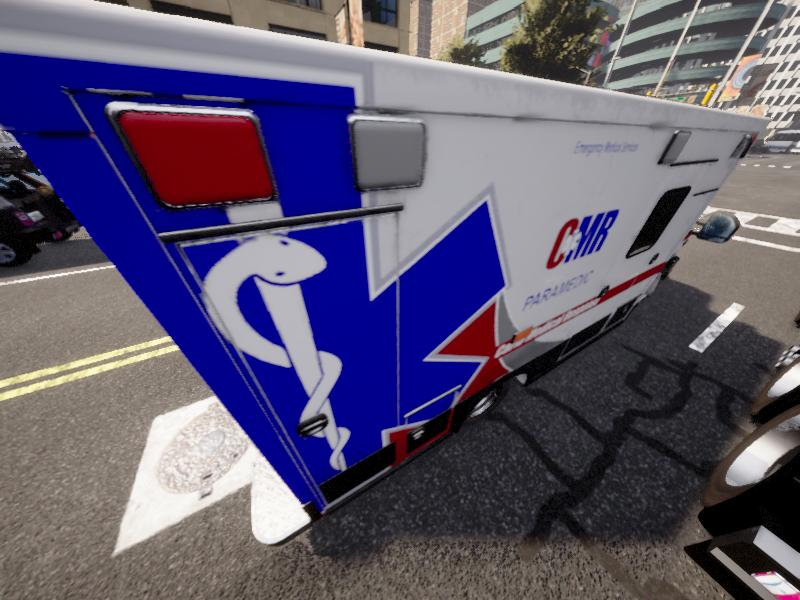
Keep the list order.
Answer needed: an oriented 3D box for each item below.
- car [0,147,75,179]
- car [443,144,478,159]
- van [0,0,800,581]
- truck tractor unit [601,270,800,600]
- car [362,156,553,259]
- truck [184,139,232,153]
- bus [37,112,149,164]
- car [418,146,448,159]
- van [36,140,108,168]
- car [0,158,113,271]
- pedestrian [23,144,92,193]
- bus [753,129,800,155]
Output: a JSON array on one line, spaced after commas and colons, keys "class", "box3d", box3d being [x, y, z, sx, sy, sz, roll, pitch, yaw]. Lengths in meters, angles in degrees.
[{"class": "car", "box3d": [-27.495, -10.275, 17.108, 1.930, 1.638, 5.238, -18, 39, -24]}, {"class": "car", "box3d": [8.707, -21.691, 33.748, 2.242, 1.667, 4.611, -17, 39, -24]}, {"class": "van", "box3d": [1.450, -0.693, 2.880, 6.366, 2.431, 2.351, -18, 39, -24]}, {"class": "truck tractor unit", "box3d": [5.118, -0.294, 0.765, 6.516, 4.208, 3.053, -18, 39, -24]}, {"class": "car", "box3d": [1.542, -2.789, 6.375, 4.605, 1.855, 1.932, -17, 38, -24]}, {"class": "truck", "box3d": [-36.449, -29.335, 44.007, 6.274, 2.098, 2.390, -7, 36, -11]}, {"class": "bus", "box3d": [-35.480, -19.287, 27.703, 3.944, 4.253, 10.273, -18, 39, -24]}, {"class": "car", "box3d": [4.774, -21.573, 33.747, 1.812, 1.442, 4.674, -18, 39, -24]}, {"class": "van", "box3d": [-31.091, -14.074, 22.186, 2.069, 2.038, 4.480, -18, 39, -24]}, {"class": "car", "box3d": [-9.751, -1.516, 4.456, 4.605, 1.855, 1.932, -18, 39, -24]}, {"class": "pedestrian", "box3d": [-15.571, -6.018, 10.585, 0.751, 1.860, 0.751, 6, 35, 9]}, {"class": "bus", "box3d": [82.710, -33.049, 48.350, 3.944, 4.253, 10.273, 13, 37, 17]}]
